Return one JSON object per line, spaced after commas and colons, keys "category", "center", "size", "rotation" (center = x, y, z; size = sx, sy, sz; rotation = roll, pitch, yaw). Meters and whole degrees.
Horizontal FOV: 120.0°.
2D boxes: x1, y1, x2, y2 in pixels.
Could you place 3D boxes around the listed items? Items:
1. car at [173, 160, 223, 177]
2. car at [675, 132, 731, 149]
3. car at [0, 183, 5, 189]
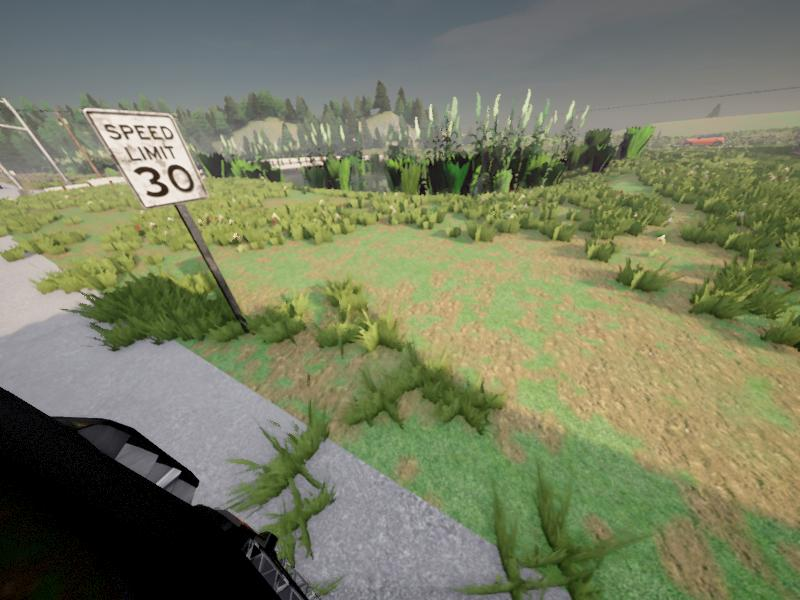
{"category": "car", "center": [-25.722, -16.853, 29.540], "size": [1.994, 1.385, 4.181], "rotation": [19, 42, 29]}
{"category": "car", "center": [45.815, -24.240, 35.168], "size": [4.553, 1.767, 2.097], "rotation": [19, 39, 29]}
{"category": "car", "center": [-53.386, -15.035, 29.539], "size": [5.027, 1.651, 2.152], "rotation": [17, 38, 27]}
